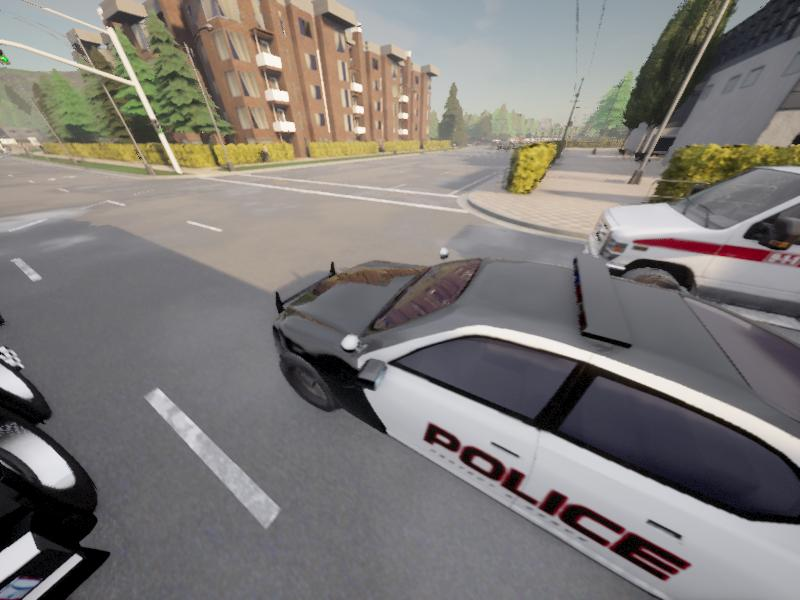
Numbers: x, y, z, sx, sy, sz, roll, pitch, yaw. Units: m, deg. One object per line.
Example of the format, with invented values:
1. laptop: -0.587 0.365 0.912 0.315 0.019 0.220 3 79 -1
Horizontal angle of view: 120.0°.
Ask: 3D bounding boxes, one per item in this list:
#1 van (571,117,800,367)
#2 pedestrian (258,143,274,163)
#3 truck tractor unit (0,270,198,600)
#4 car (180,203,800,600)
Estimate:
1. van: 6.170 -0.531 2.579 6.366 2.431 2.351 18 39 25
2. pedestrian: -14.719 -16.204 25.470 0.751 1.860 0.751 19 39 25
3. truck tractor unit: -5.124 -0.287 0.764 6.516 4.208 3.053 18 39 24
4. car: 0.865 0.424 2.046 4.974 1.542 2.038 18 39 24
